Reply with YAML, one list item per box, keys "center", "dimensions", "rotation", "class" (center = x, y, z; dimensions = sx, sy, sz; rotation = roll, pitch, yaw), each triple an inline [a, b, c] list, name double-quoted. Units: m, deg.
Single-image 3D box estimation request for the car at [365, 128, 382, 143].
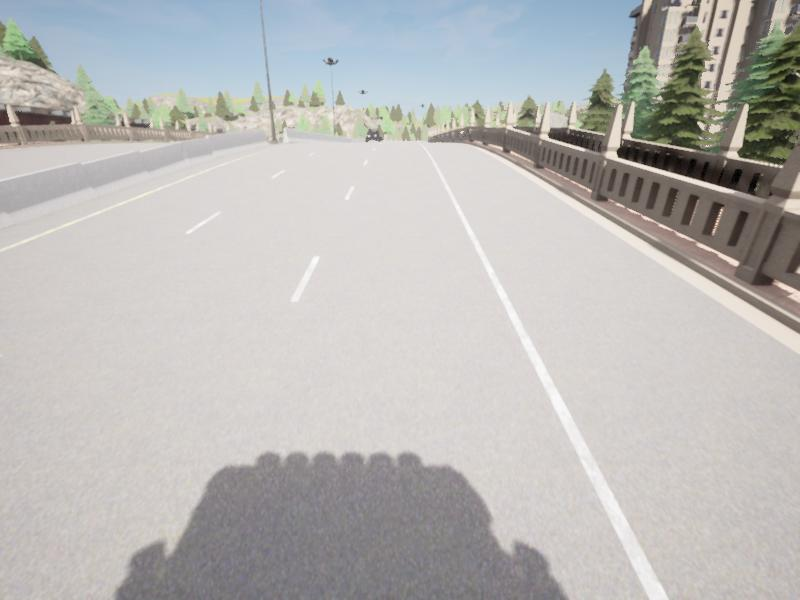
- center: [-3.500, -22.224, 54.214]
  dimensions: [1.932, 1.855, 4.605]
  rotation: [0, 21, 0]
  class: "car"
